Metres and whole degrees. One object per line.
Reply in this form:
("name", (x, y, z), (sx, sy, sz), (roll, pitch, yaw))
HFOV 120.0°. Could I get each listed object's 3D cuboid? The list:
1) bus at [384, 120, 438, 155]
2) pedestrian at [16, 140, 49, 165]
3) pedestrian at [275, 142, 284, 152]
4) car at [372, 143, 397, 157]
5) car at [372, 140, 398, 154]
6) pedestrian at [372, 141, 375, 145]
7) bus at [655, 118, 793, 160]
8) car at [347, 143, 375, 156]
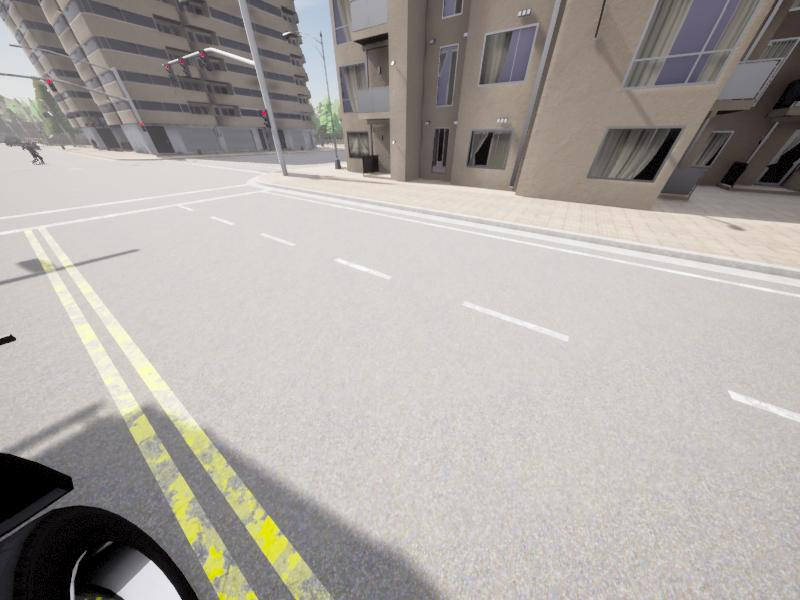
("bus", (2.070, -26.737, 38.195), (3.944, 4.253, 10.273), (21, 40, 26))
("pedestrian", (-33.945, -13.621, 21.350), (0.751, 1.860, 0.751), (20, 40, 26))
("pedestrian", (-20.280, -25.820, 38.990), (0.751, 1.300, 0.751), (21, 40, 27))
("car", (-2.203, -21.721, 33.406), (1.845, 1.501, 3.633), (21, 40, 26))
("car", (-2.425, -25.373, 38.287), (1.932, 1.855, 4.605), (21, 40, 26))
("pedestrian", (-8.329, -48.911, 71.932), (0.500, 1.100, 0.500), (22, 41, 28))
("bus", (45.227, -22.979, 33.072), (3.944, 4.253, 10.273), (-20, 40, -27))
("car", (-5.707, -22.315, 34.270), (1.970, 1.475, 3.806), (21, 40, 26))
